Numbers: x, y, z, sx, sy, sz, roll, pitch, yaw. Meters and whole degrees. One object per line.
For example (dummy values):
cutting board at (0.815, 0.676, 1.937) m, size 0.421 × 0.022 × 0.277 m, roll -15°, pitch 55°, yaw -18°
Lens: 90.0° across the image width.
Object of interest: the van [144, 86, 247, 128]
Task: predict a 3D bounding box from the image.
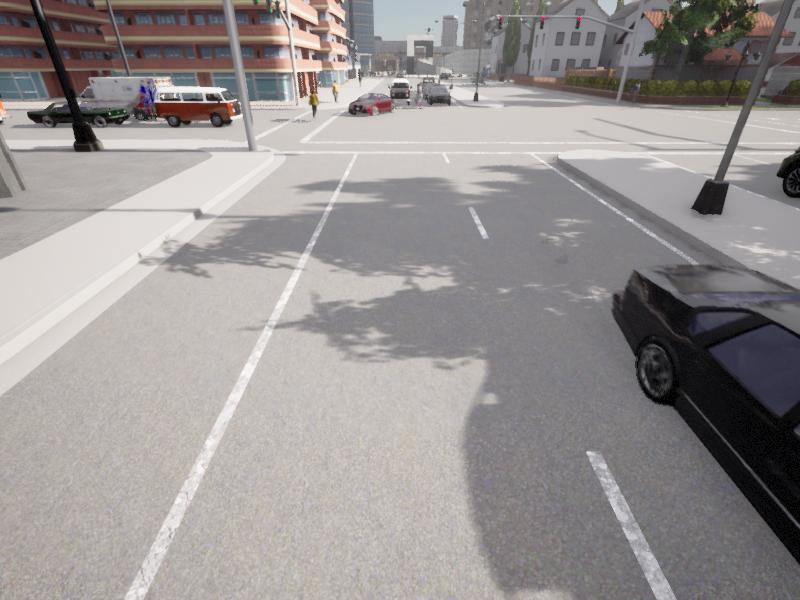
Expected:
van at (-11.608, -11.142, 23.077) m, size 4.480 × 2.038 × 2.069 m, roll -1°, pitch 30°, yaw -1°

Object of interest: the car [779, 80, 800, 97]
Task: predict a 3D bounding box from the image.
car at (41.435, -21.480, 40.667) m, size 1.970 × 1.475 × 3.806 m, roll 0°, pitch 30°, yaw 0°

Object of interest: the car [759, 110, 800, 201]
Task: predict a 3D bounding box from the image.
car at (11.506, -2.754, 8.707) m, size 2.150 × 2.045 × 5.566 m, roll 0°, pitch 30°, yaw 0°

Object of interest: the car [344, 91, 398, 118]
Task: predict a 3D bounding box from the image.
car at (-1.991, -14.274, 29.110) m, size 1.994 × 1.385 × 4.181 m, roll 15°, pitch 33°, yaw 24°

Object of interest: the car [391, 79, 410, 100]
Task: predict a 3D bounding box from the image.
car at (0.014, -22.565, 42.803) m, size 1.932 × 1.855 × 4.605 m, roll 0°, pitch 30°, yaw 0°

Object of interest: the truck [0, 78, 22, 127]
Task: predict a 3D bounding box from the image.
truck at (-25.837, -11.235, 22.810) m, size 5.204 × 2.467 × 2.627 m, roll 0°, pitch 30°, yaw -1°

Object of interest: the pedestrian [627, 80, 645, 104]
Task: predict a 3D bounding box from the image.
pedestrian at (20.662, -18.197, 35.005) m, size 0.751 × 1.860 × 0.751 m, roll 5°, pitch 31°, yaw 9°

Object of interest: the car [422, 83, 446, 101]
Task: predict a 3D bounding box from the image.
car at (3.511, -22.232, 42.628) m, size 2.163 × 1.488 × 4.792 m, roll 0°, pitch 30°, yaw 0°

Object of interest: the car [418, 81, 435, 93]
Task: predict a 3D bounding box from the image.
car at (3.514, -28.675, 53.846) m, size 1.895 × 1.301 × 4.718 m, roll 0°, pitch 30°, yaw 0°

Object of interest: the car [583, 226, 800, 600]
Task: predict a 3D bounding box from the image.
car at (3.500, 1.087, 2.776) m, size 2.033 × 1.411 × 5.357 m, roll 0°, pitch 30°, yaw 0°

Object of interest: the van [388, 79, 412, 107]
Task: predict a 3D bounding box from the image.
van at (0.011, -18.957, 36.463) m, size 2.069 × 2.038 × 4.480 m, roll 0°, pitch 30°, yaw 0°

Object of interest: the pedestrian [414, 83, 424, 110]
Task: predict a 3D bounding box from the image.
pedestrian at (1.531, -16.423, 32.254) m, size 0.751 × 1.860 × 0.751 m, roll 2°, pitch 30°, yaw 4°

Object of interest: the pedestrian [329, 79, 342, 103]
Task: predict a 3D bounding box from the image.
pedestrian at (-5.759, -18.683, 35.822) m, size 0.751 × 1.860 × 0.751 m, roll 26°, pitch 39°, yaw 37°

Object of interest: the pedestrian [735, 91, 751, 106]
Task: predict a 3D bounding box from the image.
pedestrian at (28.898, -16.973, 33.664) m, size 0.500 × 1.100 × 0.500 m, roll 0°, pitch 30°, yaw 0°

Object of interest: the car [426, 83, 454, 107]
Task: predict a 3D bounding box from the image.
car at (3.544, -18.736, 36.481) m, size 1.930 × 1.638 × 5.238 m, roll 0°, pitch 30°, yaw 0°

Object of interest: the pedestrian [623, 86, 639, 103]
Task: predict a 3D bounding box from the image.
pedestrian at (20.892, -18.599, 36.251) m, size 0.751 × 1.300 × 0.751 m, roll 3°, pitch 30°, yaw 5°

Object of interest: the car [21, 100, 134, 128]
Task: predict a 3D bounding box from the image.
car at (-18.533, -10.787, 23.207) m, size 4.718 × 1.301 × 1.895 m, roll 0°, pitch 30°, yaw -1°

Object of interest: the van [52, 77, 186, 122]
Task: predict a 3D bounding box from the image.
van at (-17.970, -13.042, 25.950) m, size 6.366 × 2.431 × 2.351 m, roll -1°, pitch 30°, yaw -1°

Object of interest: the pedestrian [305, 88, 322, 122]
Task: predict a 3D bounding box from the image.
pedestrian at (-5.439, -12.280, 25.158) m, size 0.751 × 1.860 × 0.751 m, roll 0°, pitch 30°, yaw 0°

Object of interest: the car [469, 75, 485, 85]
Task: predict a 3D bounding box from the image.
car at (15.019, -42.937, 77.952) m, size 2.152 × 1.651 × 5.027 m, roll 0°, pitch 30°, yaw 0°

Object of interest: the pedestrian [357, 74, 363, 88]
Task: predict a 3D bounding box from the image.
pedestrian at (-6.147, -33.823, 61.752) m, size 0.751 × 1.860 × 0.751 m, roll -1°, pitch 30°, yaw -2°
